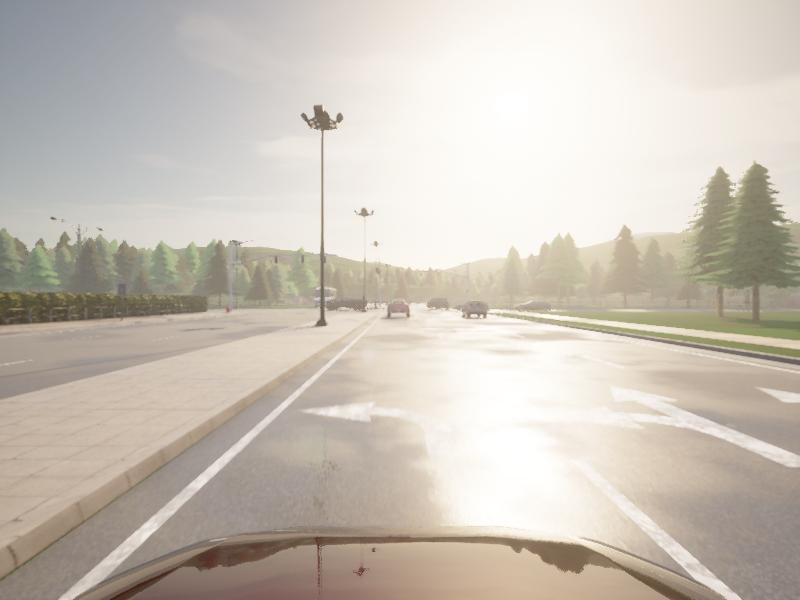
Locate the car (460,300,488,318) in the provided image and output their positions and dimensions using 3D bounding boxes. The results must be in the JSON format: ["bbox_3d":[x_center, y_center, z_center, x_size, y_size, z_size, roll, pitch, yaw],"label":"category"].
[{"bbox_3d":[6.873,0.789,37.348,1.851,1.617,3.988,0,0,0],"label":"car"}]

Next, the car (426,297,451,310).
[{"bbox_3d":[6.507,0.570,68.619,2.150,2.045,5.566,-1,0,-19],"label":"car"}]

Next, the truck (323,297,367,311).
[{"bbox_3d":[-8.349,0.544,61.052,6.274,2.098,2.390,0,0,12],"label":"truck"}]

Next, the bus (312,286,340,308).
[{"bbox_3d":[-15.315,-0.538,83.795,3.944,4.253,10.273,0,0,0],"label":"bus"}]

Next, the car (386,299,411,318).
[{"bbox_3d":[-0.132,0.781,37.775,2.152,1.651,5.027,0,0,0],"label":"car"}]

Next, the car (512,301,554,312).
[{"bbox_3d":[17.602,0.837,53.275,4.902,1.511,2.128,0,0,0],"label":"car"}]
